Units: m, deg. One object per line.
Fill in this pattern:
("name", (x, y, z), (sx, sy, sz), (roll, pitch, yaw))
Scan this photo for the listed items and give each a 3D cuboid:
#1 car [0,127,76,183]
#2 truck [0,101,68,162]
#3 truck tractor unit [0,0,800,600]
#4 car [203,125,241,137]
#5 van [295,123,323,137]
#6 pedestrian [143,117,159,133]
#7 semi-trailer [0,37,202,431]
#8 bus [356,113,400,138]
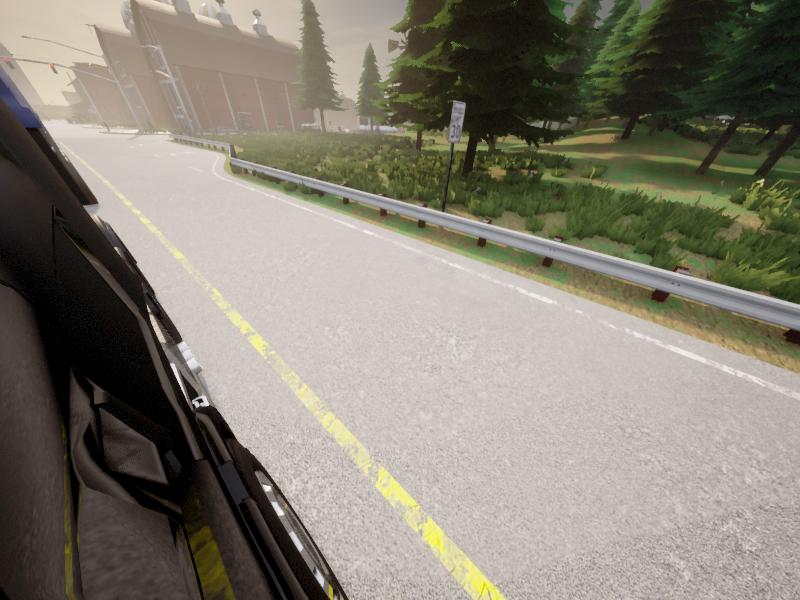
("car", (-16.060, -6.230, 9.718), (4.902, 1.511, 2.128), (27, 43, 29))
("truck", (-21.925, -9.538, 12.950), (5.204, 2.467, 2.627), (27, 43, 28))
("truck tractor unit", (-2.645, -0.295, 0.351), (6.516, 4.208, 3.053), (28, 44, 30))
("car", (-27.761, -26.436, 36.142), (1.994, 1.385, 4.181), (27, 43, 29))
("van", (-17.994, -33.551, 45.698), (2.069, 2.038, 4.480), (28, 44, 29))
("pedestrian", (-35.740, -25.088, 33.135), (0.751, 1.860, 0.751), (27, 43, 29))
("semi-trailer", (-8.745, -3.574, 4.180), (14.254, 4.402, 2.717), (28, 43, 29))
("bus", (-4.826, -40.450, 53.902), (3.944, 4.253, 10.273), (28, 43, 29))
